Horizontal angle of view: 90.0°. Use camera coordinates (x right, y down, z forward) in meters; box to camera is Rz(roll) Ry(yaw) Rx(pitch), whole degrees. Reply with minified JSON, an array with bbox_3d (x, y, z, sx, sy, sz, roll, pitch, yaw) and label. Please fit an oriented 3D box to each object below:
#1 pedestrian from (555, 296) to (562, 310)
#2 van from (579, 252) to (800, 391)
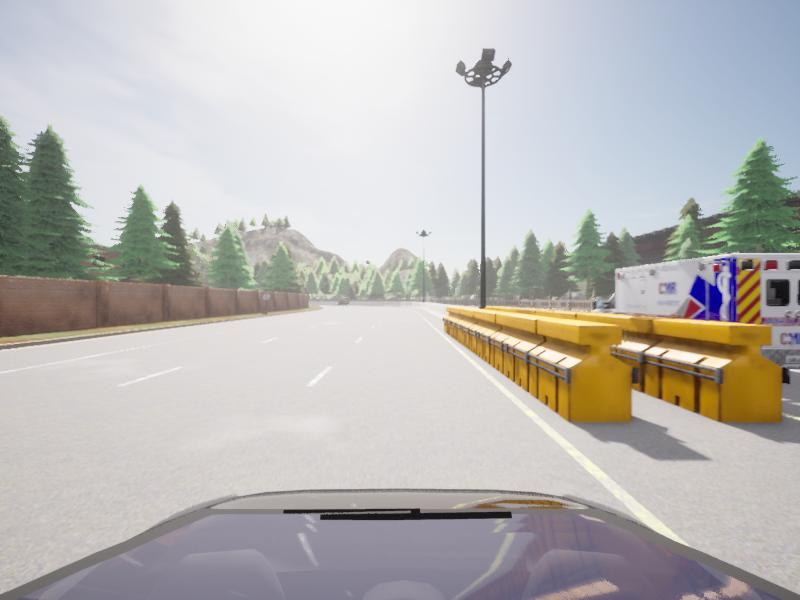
[{"bbox_3d":[21.629,0.446,54.605,0.751,1.860,0.751,0,0,-1],"label":"pedestrian"},{"bbox_3d":[7.151,0.370,10.150,2.351,2.431,6.366,0,0,0],"label":"van"}]
